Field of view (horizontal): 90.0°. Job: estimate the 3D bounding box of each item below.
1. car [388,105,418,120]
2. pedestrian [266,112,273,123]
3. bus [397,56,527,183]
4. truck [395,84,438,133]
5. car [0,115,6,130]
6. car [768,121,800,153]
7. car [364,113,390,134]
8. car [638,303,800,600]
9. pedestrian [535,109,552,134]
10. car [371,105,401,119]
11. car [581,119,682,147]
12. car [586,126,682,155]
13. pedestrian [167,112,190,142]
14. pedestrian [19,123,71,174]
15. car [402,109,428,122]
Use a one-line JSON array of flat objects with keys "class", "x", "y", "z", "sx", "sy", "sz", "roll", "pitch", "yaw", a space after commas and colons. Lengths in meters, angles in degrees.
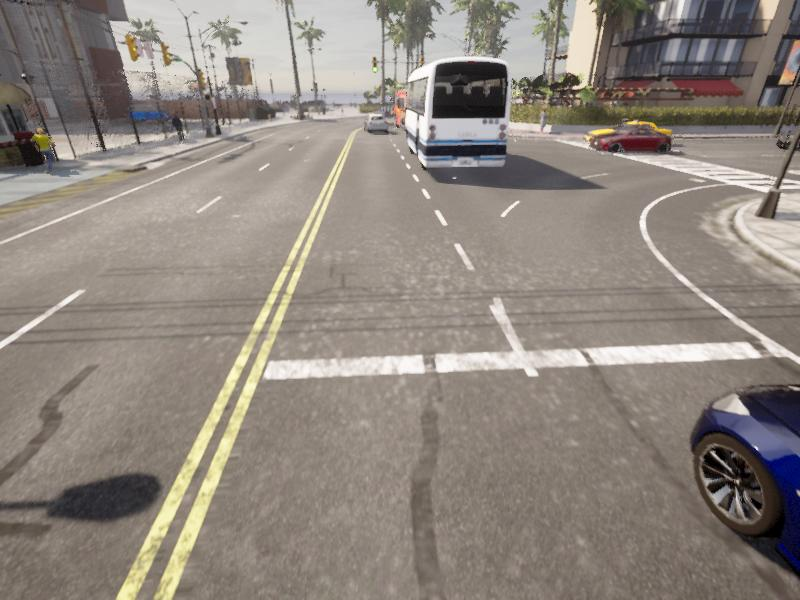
[{"class": "car", "x": 0.459, "y": -26.566, "z": 56.653, "sx": 2.242, "sy": 1.667, "sz": 4.611, "roll": 15, "pitch": 31, "yaw": 28}, {"class": "pedestrian", "x": -15.269, "y": -21.409, "z": 46.884, "sx": 0.500, "sy": 1.100, "sz": 0.500, "roll": 1, "pitch": 27, "yaw": 2}, {"class": "bus", "x": 2.116, "y": -8.906, "z": 19.365, "sx": 3.944, "sy": 4.253, "sz": 10.273, "roll": -2, "pitch": 27, "yaw": -3}, {"class": "truck", "x": 1.357, "y": -18.633, "z": 38.809, "sx": 2.891, "sy": 3.827, "sz": 8.468, "roll": -3, "pitch": 27, "yaw": -5}, {"class": "car", "x": -39.589, "y": -16.347, "z": 36.869, "sx": 2.002, "sy": 1.452, "sz": 4.674, "roll": -2, "pitch": 27, "yaw": -4}, {"class": "car", "x": 24.869, "y": -9.693, "z": 23.716, "sx": 3.988, "sy": 1.617, "sz": 1.851, "roll": -2, "pitch": 27, "yaw": -4}, {"class": "car", "x": -2.157, "y": -16.114, "z": 36.482, "sx": 1.970, "sy": 1.475, "sz": 3.806, "roll": -4, "pitch": 27, "yaw": -7}, {"class": "car", "x": 3.589, "y": 1.776, "z": 1.551, "sx": 2.163, "sy": 1.488, "sz": 4.792, "roll": -2, "pitch": 27, "yaw": -3}, {"class": "pedestrian", "x": 11.645, "y": -14.496, "z": 32.469, "sx": 0.751, "sy": 1.860, "sz": 0.751, "roll": -11, "pitch": 29, "yaw": -20}, {"class": "car", "x": -2.018, "y": -27.693, "z": 58.907, "sx": 2.033, "sy": 1.649, "sz": 4.856, "roll": 16, "pitch": 31, "yaw": 29}, {"class": "car", "x": 15.095, "y": -11.008, "z": 26.344, "sx": 5.366, "sy": 1.575, "sz": 1.801, "roll": -1, "pitch": 27, "yaw": -2}, {"class": "car", "x": 13.485, "y": -9.325, "z": 23.300, "sx": 4.181, "sy": 1.385, "sz": 1.994, "roll": 1, "pitch": 27, "yaw": 1}, {"class": "pedestrian", "x": -15.152, "y": -11.857, "z": 27.413, "sx": 0.751, "sy": 1.860, "sz": 0.751, "roll": -3, "pitch": 27, "yaw": -5}, {"class": "pedestrian", "x": -14.445, "y": -6.179, "z": 16.331, "sx": 0.751, "sy": 1.860, "sz": 0.751, "roll": -2, "pitch": 27, "yaw": -4}, {"class": "car", "x": 2.007, "y": -24.384, "z": 52.721, "sx": 1.994, "sy": 1.385, "sz": 4.181, "roll": 12, "pitch": 30, "yaw": 22}]
